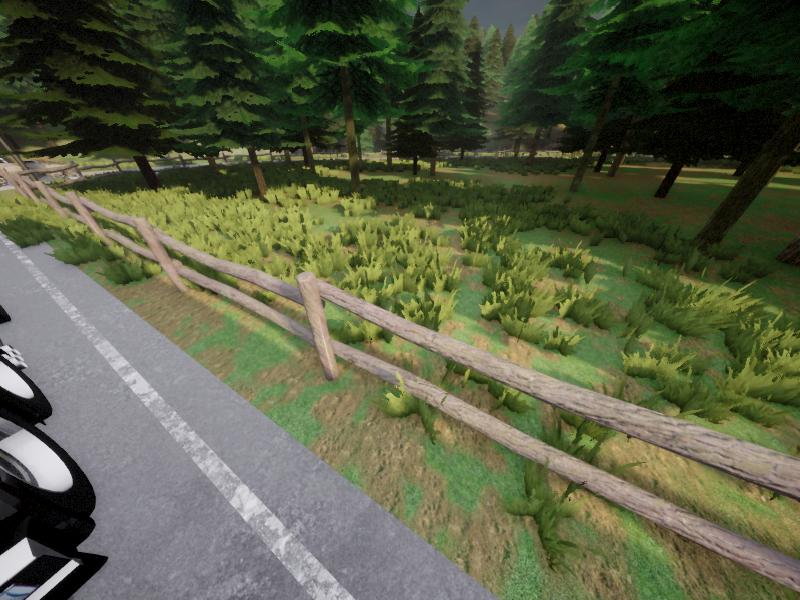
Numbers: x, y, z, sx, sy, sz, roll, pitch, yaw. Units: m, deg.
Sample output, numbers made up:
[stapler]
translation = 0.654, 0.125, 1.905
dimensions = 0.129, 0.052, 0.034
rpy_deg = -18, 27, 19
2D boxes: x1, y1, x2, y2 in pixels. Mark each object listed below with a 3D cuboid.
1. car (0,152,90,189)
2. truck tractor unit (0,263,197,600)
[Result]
[car]
translation = -24.550, -8.373, 14.822
dimensions = 2.152, 1.651, 5.027
rpy_deg = 7, 36, 10
[truck tractor unit]
translation = -5.110, -0.302, 0.782
dimensions = 6.516, 4.208, 3.053
rpy_deg = 18, 39, 24
